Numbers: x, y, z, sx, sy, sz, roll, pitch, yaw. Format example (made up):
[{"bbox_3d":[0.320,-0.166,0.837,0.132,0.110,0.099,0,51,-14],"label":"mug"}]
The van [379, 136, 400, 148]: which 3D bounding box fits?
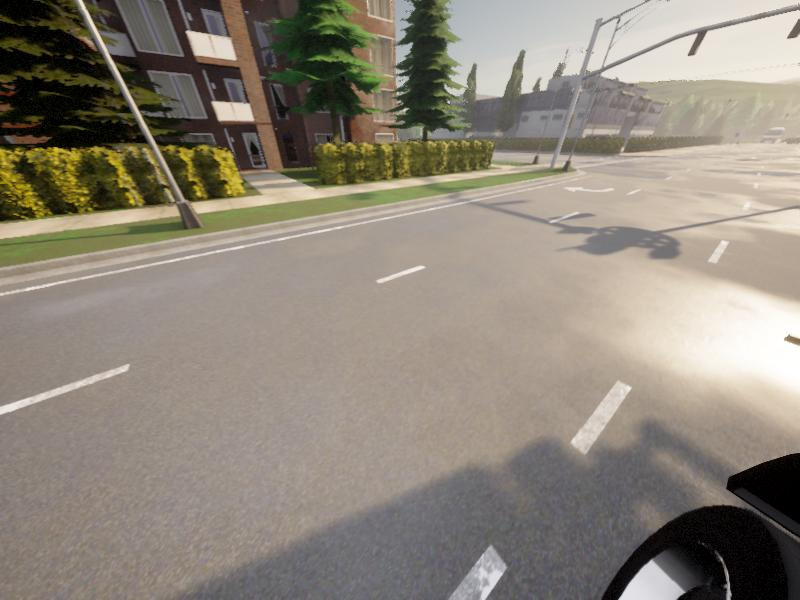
[{"bbox_3d":[-2.805,-40.673,59.551,2.351,2.431,6.366,-21,40,-27],"label":"van"}]
